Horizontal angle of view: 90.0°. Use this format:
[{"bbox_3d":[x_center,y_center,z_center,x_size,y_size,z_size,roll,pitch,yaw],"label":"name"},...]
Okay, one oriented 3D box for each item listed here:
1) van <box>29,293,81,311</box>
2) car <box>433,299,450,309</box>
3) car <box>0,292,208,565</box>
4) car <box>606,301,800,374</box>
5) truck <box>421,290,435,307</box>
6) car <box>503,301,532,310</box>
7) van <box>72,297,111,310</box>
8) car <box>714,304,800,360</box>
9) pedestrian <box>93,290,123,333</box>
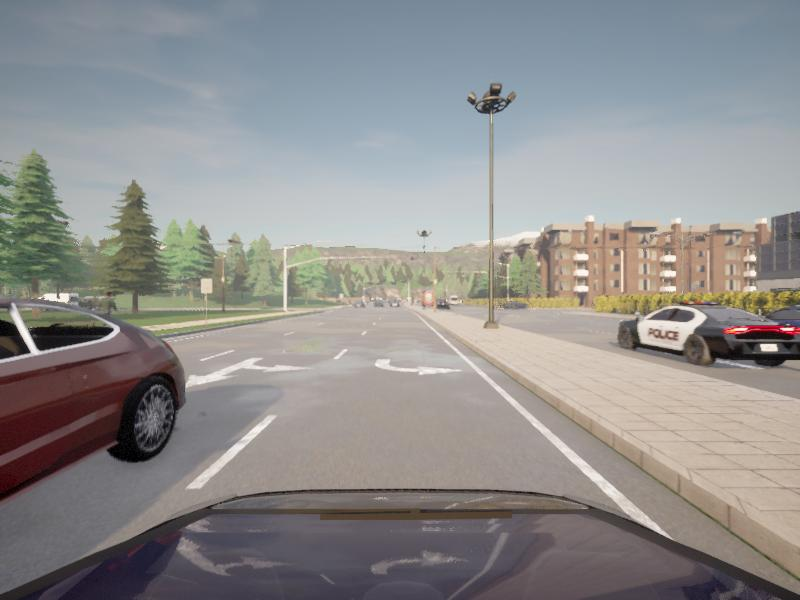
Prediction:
[{"bbox_3d":[-50.702,0.279,58.819,5.915,2.561,1.988,0,0,1],"label":"van"},{"bbox_3d":[7.252,0.731,69.969,2.242,1.667,4.611,0,0,-2],"label":"car"},{"bbox_3d":[-3.499,0.779,2.517,2.152,1.651,5.027,0,0,0],"label":"car"},{"bbox_3d":[8.019,0.824,11.121,2.038,1.542,4.974,0,0,0],"label":"car"},{"bbox_3d":[6.918,-0.360,99.368,2.891,3.827,8.468,0,0,0],"label":"truck"},{"bbox_3d":[18.652,0.885,63.577,4.181,1.385,1.994,0,0,-25],"label":"car"},{"bbox_3d":[-47.946,0.551,62.277,4.480,2.038,2.069,0,0,1],"label":"van"},{"bbox_3d":[11.518,0.866,11.202,1.812,1.442,4.674,0,0,0],"label":"car"},{"bbox_3d":[-12.907,0.478,17.690,0.751,1.860,0.751,0,0,2],"label":"pedestrian"}]
